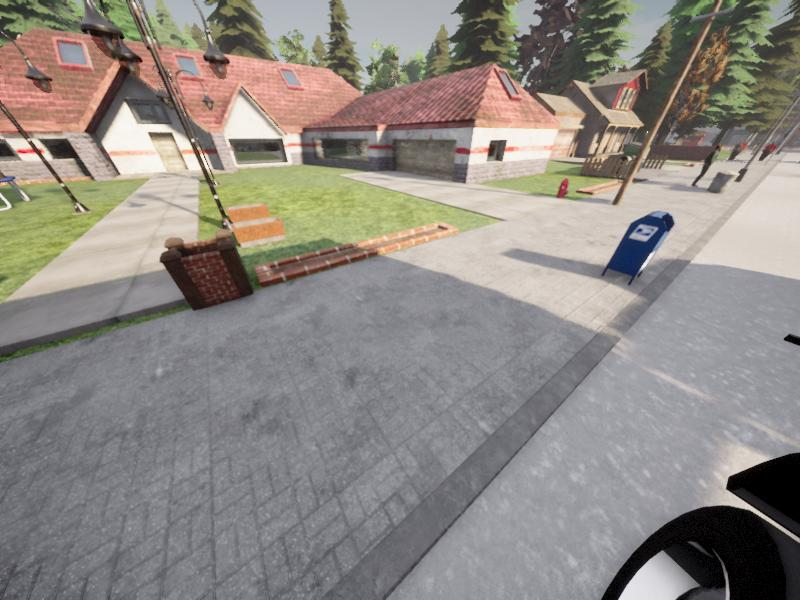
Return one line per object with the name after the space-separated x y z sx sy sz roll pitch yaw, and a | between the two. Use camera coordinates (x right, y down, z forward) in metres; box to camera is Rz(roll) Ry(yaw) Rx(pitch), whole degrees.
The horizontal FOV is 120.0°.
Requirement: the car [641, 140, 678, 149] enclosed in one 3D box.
58.343 -35.142 52.119 2.152 1.651 5.027 -22 41 -28 | car

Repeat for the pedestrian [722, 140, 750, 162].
34.277 -15.256 23.598 0.751 1.860 0.751 -22 41 -28 | pedestrian

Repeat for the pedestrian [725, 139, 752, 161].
36.241 -16.063 24.735 0.751 1.860 0.751 -22 41 -28 | pedestrian

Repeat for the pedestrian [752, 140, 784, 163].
35.630 -14.393 22.372 0.751 1.860 0.751 -18 39 -24 | pedestrian

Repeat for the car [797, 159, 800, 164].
41.596 -14.331 22.829 4.193 1.474 1.816 -22 41 -28 | car

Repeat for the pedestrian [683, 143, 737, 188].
15.380 -6.709 11.544 0.751 1.860 0.751 26 43 32 | pedestrian

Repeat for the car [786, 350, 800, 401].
6.602 0.111 2.249 4.605 1.855 1.932 -17 38 -26 | car
